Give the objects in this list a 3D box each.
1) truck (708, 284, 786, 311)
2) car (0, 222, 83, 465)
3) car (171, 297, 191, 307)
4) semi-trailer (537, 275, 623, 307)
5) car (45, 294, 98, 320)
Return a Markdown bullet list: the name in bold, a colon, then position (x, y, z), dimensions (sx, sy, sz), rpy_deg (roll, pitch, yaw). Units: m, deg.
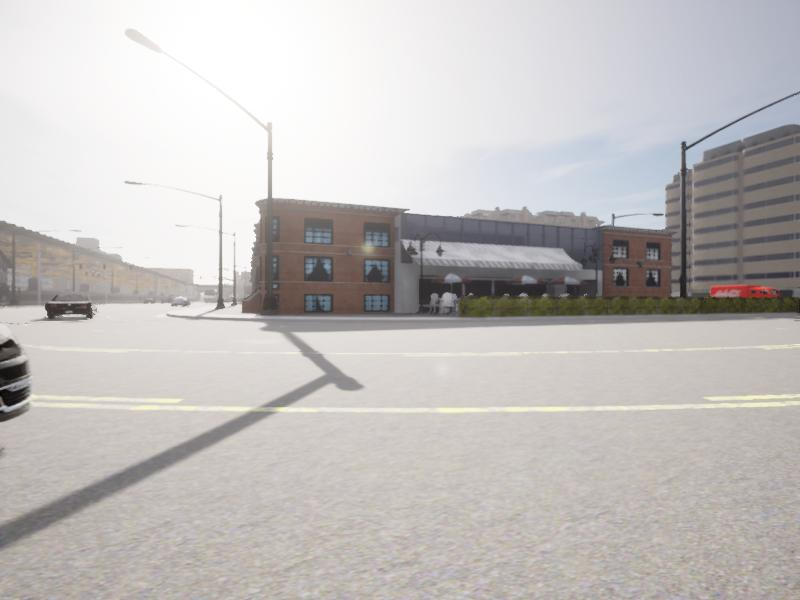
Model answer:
- **truck**: position (34.124, -0.230, 39.553), dimensions (2.627, 2.467, 5.204), rpy_deg (0, 0, -20)
- **car**: position (-4.926, 0.241, 2.483), dimensions (4.892, 1.490, 1.837), rpy_deg (1, 0, 10)
- **car**: position (-31.563, 0.262, 57.773), dimensions (1.812, 1.442, 4.674), rpy_deg (0, 0, -19)
- **semi-trailer**: position (26.566, -1.205, 60.616), dimensions (2.717, 4.402, 14.254), rpy_deg (0, 0, -20)
- **car**: position (-18.441, 0.339, 22.632), dimensions (1.895, 1.301, 4.718), rpy_deg (0, 0, -34)
